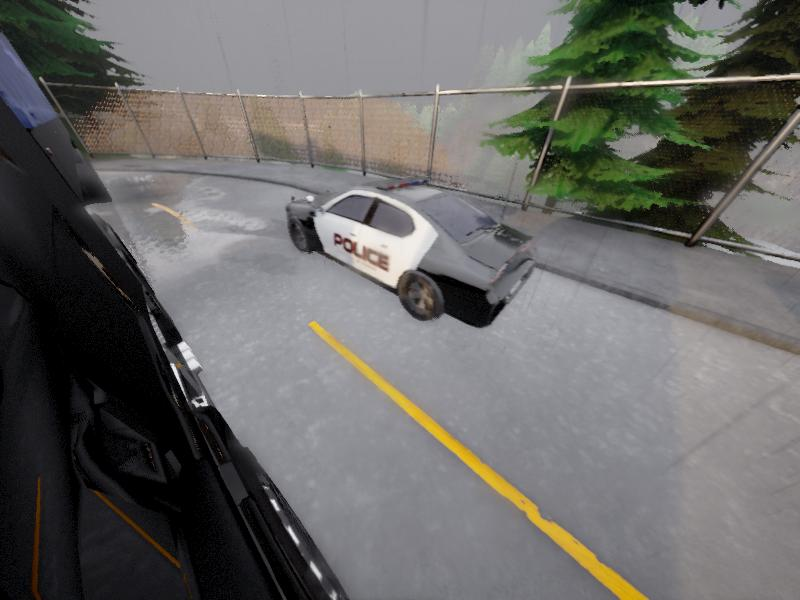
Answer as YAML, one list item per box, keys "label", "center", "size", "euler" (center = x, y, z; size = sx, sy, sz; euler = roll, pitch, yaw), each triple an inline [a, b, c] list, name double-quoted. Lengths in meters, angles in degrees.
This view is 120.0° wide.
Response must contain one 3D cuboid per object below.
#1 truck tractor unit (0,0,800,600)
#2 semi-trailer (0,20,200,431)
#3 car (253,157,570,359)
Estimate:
- label: "truck tractor unit"
  center: [-2.645, -0.295, 0.351]
  size: [6.516, 4.208, 3.053]
  euler: [28, 44, 30]
- label: "semi-trailer"
  center: [-8.590, -3.686, 4.318]
  size: [14.254, 4.402, 2.717]
  euler: [30, 44, 31]
- label: "car"
  center: [-0.274, -1.385, 4.217]
  size: [4.974, 1.542, 2.038]
  euler: [29, 44, 30]
